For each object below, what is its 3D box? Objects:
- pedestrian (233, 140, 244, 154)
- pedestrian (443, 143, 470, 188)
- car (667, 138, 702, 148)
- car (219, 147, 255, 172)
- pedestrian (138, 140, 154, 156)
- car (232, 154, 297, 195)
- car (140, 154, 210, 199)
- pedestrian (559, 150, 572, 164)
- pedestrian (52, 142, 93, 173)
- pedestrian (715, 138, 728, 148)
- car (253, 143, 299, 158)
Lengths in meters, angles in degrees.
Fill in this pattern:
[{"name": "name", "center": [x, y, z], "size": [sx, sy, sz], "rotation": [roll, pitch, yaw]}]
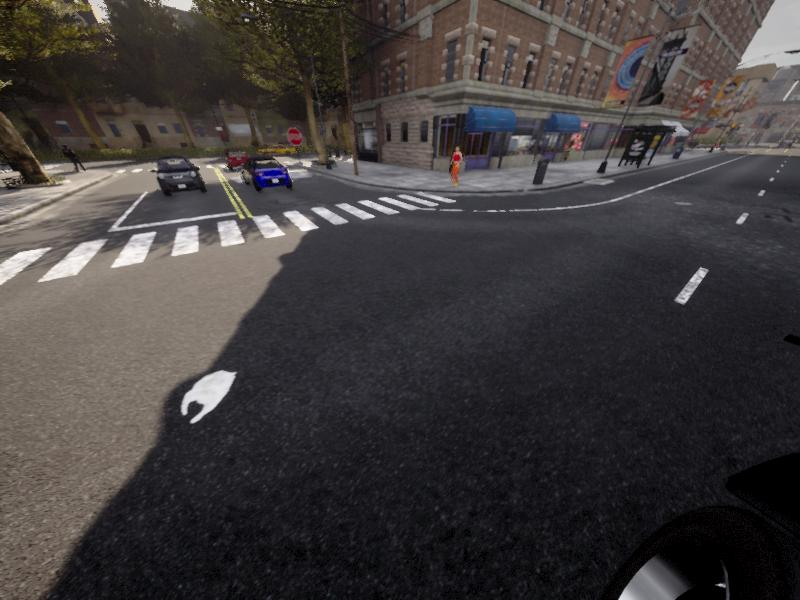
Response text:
[{"name": "pedestrian", "center": [-26.331, -24.968, 37.616], "size": [0.751, 1.860, 0.751], "rotation": [-23, 41, -28]}, {"name": "pedestrian", "center": [2.787, -6.677, 11.468], "size": [0.751, 1.860, 0.751], "rotation": [-25, 42, -31]}, {"name": "car", "center": [65.805, -36.332, 53.503], "size": [1.932, 1.855, 4.605], "rotation": [-21, 41, -27]}, {"name": "car", "center": [-14.189, -12.246, 20.050], "size": [1.789, 1.549, 3.705], "rotation": [-23, 41, -29]}, {"name": "pedestrian", "center": [-36.075, -21.595, 32.884], "size": [0.751, 1.860, 0.751], "rotation": [-22, 41, -28]}, {"name": "car", "center": [-7.466, -6.995, 12.621], "size": [1.816, 1.474, 4.193], "rotation": [-25, 42, -31]}, {"name": "car", "center": [-11.219, -6.396, 11.744], "size": [1.845, 1.501, 3.633], "rotation": [-23, 41, -29]}, {"name": "pedestrian", "center": [15.165, -13.089, 21.160], "size": [0.500, 1.100, 0.500], "rotation": [-20, 40, -26]}, {"name": "pedestrian", "center": [-24.178, -10.529, 17.097], "size": [0.751, 1.860, 0.751], "rotation": [-15, 38, -20]}, {"name": "pedestrian", "center": [74.325, -36.299, 53.378], "size": [0.751, 1.860, 0.751], "rotation": [-11, 37, -15]}, {"name": "car", "center": [-17.980, -21.832, 33.660], "size": [5.366, 1.575, 1.801], "rotation": [-22, 41, -28]}]
